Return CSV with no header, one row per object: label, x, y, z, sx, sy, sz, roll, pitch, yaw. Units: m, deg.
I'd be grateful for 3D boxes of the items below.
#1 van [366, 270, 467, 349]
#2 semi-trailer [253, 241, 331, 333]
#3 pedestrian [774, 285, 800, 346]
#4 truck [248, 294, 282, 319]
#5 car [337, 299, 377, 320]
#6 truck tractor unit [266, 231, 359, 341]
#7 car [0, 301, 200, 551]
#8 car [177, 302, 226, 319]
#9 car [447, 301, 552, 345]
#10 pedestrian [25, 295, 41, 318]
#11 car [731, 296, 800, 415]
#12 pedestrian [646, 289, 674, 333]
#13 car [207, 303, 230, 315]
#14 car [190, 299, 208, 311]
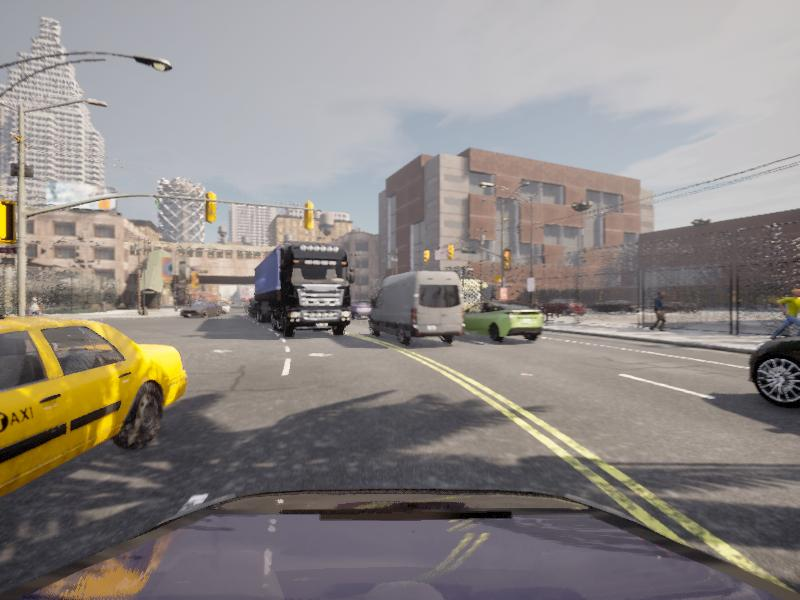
van,0.360,0.323,16.161,1.988,2.561,5.915,0,0,-20
semi-trailer,-7.638,-0.608,26.077,2.717,4.402,14.254,0,0,-24
pedestrian,12.465,0.474,12.607,0.751,1.860,0.751,0,0,-21
truck,-12.633,0.560,37.139,2.390,2.098,6.274,0,0,-24
car,-3.809,0.786,34.587,2.033,1.649,4.856,0,0,-24
truck tractor unit,-4.404,-0.518,18.851,3.053,4.208,6.516,0,0,-23
car,-3.476,0.806,2.913,1.801,1.575,5.366,0,0,-5
car,-18.326,0.919,37.262,2.033,1.411,5.357,0,0,-2
car,3.870,0.827,16.498,2.007,1.525,4.514,0,0,-20
pedestrian,-30.457,0.521,33.206,0.751,1.860,0.751,0,0,-10
car,6.745,0.774,4.218,2.152,1.651,5.027,0,0,-3
pedestrian,11.412,0.476,17.545,0.751,1.860,0.751,0,0,-25
car,-20.164,0.971,44.600,1.895,1.301,4.718,0,0,-19
car,-30.213,0.737,60.188,2.185,1.767,4.553,0,0,-25
